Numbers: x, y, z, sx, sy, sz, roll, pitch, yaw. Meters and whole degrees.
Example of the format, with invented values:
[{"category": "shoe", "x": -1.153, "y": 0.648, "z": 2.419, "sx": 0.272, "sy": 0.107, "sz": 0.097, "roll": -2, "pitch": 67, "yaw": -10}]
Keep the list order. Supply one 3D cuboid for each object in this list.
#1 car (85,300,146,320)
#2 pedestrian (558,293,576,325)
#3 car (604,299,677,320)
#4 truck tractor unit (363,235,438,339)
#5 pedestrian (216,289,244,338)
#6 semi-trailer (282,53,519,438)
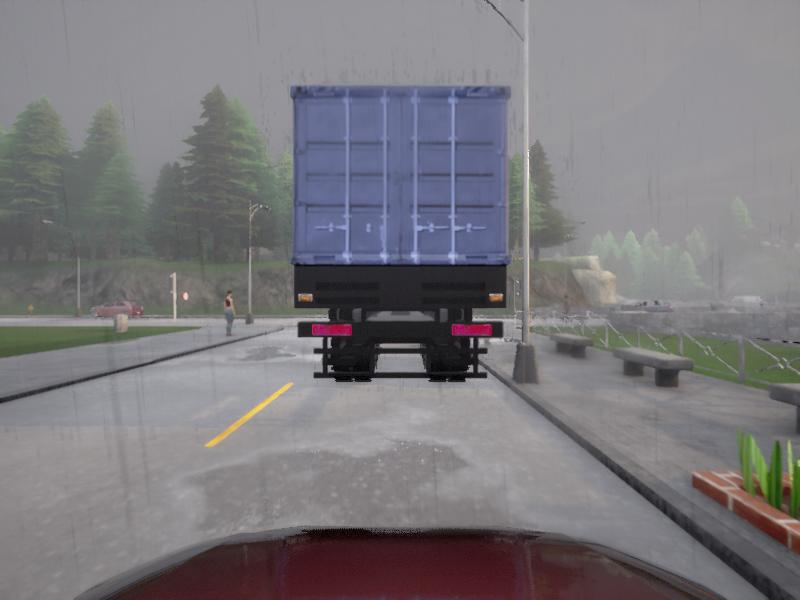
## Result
[{"category": "car", "x": -23.025, "y": 0.798, "z": 32.478, "sx": 3.633, "sy": 1.501, "sz": 1.845, "roll": 0, "pitch": 0, "yaw": 0}, {"category": "pedestrian", "x": 9.676, "y": 0.503, "z": 23.171, "sx": 0.751, "sy": 1.860, "sz": 0.751, "roll": 0, "pitch": 0, "yaw": 1}, {"category": "car", "x": 19.429, "y": 0.727, "z": 32.523, "sx": 4.611, "sy": 1.667, "sz": 2.242, "roll": 0, "pitch": 0, "yaw": 0}, {"category": "truck tractor unit", "x": -0.041, "y": -0.542, "z": 19.618, "sx": 3.053, "sy": 4.208, "sz": 6.516, "roll": 0, "pitch": 0, "yaw": -1}, {"category": "pedestrian", "x": -6.790, "y": 0.519, "z": 15.958, "sx": 0.751, "sy": 1.860, "sz": 0.751, "roll": 0, "pitch": 0, "yaw": 34}, {"category": "semi-trailer", "x": -0.005, "y": -0.630, "z": 11.702, "sx": 2.717, "sy": 4.402, "sz": 14.254, "roll": 0, "pitch": 0, "yaw": 0}]
